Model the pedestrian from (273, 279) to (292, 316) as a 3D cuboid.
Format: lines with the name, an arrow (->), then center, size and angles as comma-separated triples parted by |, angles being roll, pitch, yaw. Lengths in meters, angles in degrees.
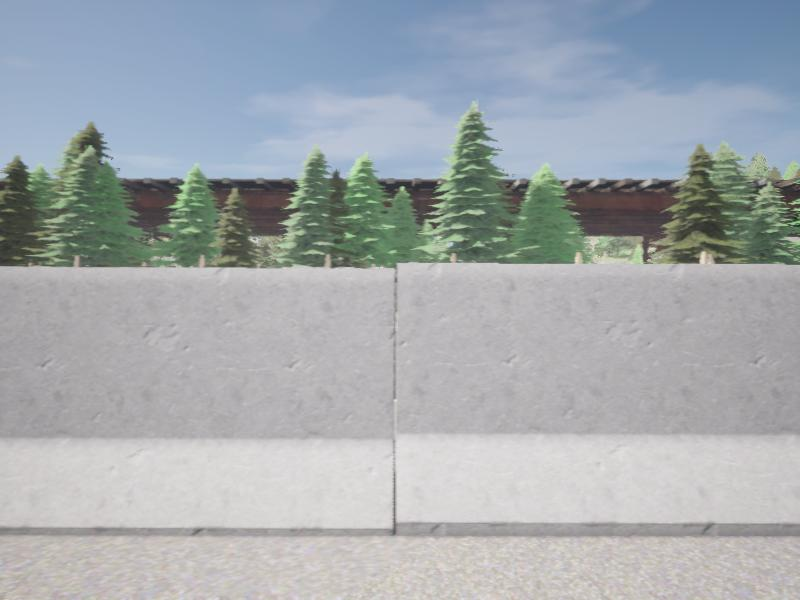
pedestrian -> -6.156, -0.134, 20.938 | 0.751, 1.860, 0.751 | 0, 0, 0
